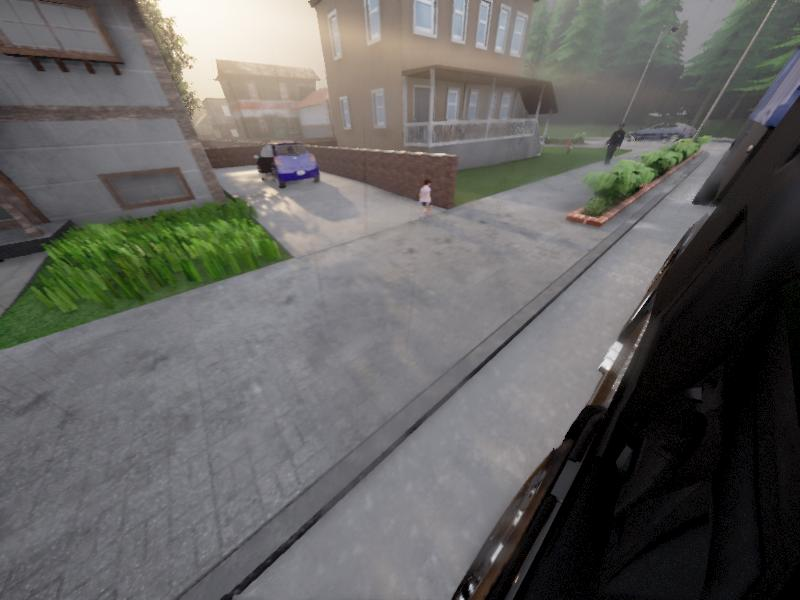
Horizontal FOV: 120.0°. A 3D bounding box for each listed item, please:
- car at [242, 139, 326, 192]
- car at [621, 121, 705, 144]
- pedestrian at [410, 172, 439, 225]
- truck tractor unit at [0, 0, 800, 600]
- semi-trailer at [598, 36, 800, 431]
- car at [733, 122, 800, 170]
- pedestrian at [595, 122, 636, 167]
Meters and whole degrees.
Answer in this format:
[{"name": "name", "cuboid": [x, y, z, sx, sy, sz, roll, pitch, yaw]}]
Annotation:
[{"name": "car", "cuboid": [-4.965, -5.837, 9.799, 1.845, 1.501, 3.633, -28, 44, -30]}, {"name": "car", "cuboid": [26.249, -16.926, 23.368, 2.152, 1.651, 5.027, -22, 41, -24]}, {"name": "pedestrian", "cuboid": [0.606, -2.567, 5.872, 0.500, 1.100, 0.500, -26, 43, -28]}, {"name": "truck tractor unit", "cuboid": [2.645, -0.295, 0.351, 6.516, 4.208, 3.053, -28, 44, -30]}, {"name": "semi-trailer", "cuboid": [8.663, -3.616, 4.281, 14.254, 4.402, 2.717, -28, 44, -30]}, {"name": "car", "cuboid": [19.438, -8.084, 11.955, 5.238, 1.638, 1.930, -29, 45, -31]}, {"name": "pedestrian", "cuboid": [11.000, -7.959, 11.852, 0.751, 1.860, 0.751, -28, 44, -30]}]
